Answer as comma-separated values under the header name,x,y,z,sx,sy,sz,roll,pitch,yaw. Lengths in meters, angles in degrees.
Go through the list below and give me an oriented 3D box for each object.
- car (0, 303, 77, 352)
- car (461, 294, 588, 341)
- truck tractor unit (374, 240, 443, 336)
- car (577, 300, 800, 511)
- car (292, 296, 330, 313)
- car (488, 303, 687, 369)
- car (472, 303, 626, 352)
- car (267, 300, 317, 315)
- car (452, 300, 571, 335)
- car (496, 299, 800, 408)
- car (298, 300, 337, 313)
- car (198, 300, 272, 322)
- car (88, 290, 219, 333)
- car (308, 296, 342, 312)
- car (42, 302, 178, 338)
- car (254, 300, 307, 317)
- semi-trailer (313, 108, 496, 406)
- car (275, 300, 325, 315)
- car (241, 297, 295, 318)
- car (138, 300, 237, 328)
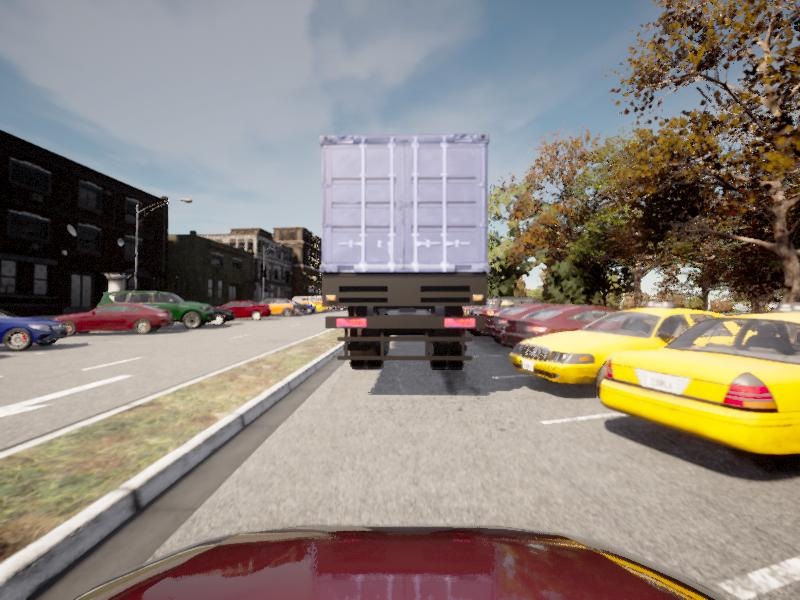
name,x,y,z,sx,sy,sz,roll,pitch,yaw
car,-13.305,0.851,12.425,4.674,1.452,2.002,-1,0,-18
car,5.106,0.675,16.555,4.553,1.767,2.185,1,0,-18
truck tractor unit,0.508,-0.549,20.990,3.053,4.208,6.516,0,0,2
car,5.000,0.820,4.782,5.366,1.575,1.946,1,0,-19
car,-10.831,0.545,48.611,4.442,1.987,1.878,-1,0,-15
car,4.942,0.851,10.644,4.674,1.452,2.002,1,0,-18
car,5.026,0.846,13.603,4.674,1.452,2.002,1,0,-18
car,-11.495,0.780,42.576,5.008,1.535,2.097,-1,0,-15
car,5.433,0.795,19.579,5.366,1.575,1.946,1,0,-17
car,4.703,0.810,7.618,5.366,1.575,1.946,1,0,-19
car,-10.684,0.799,51.566,4.792,1.488,2.163,-1,0,-15
car,-12.418,0.793,30.526,5.008,1.535,2.097,-1,0,-16
car,-12.923,0.551,21.494,5.566,2.045,2.435,-1,0,-17
car,-10.260,0.537,54.608,4.442,1.987,1.878,-1,0,-15
car,-13.078,0.845,18.458,4.674,1.452,2.002,-1,0,-18
car,-11.730,0.785,39.566,4.892,1.521,2.231,-1,0,-15
semi-trailer,0.262,-0.635,13.081,2.717,4.402,14.254,0,0,2
car,-11.395,0.777,45.523,5.366,1.575,1.946,-1,0,-15
car,-11.962,0.661,36.555,4.553,1.767,2.185,-1,0,-16
car,-12.795,0.800,24.500,5.008,1.535,2.097,-1,0,-17
